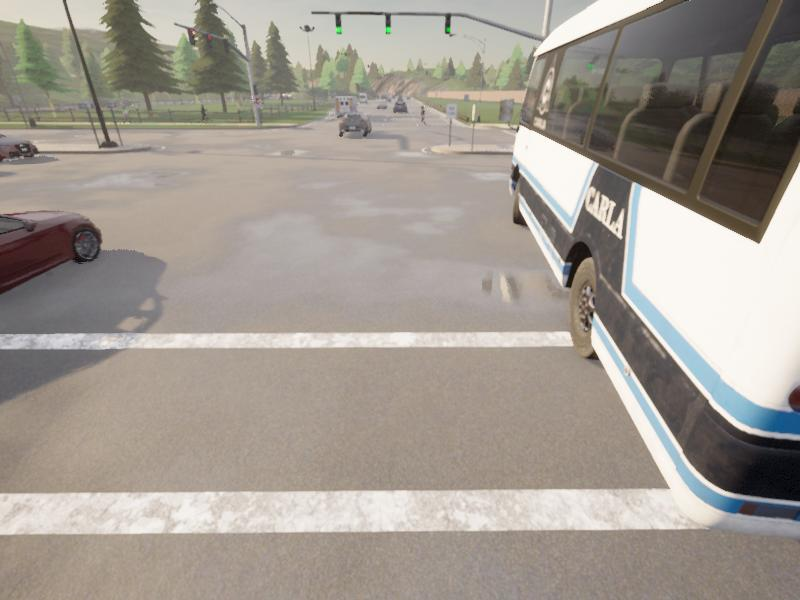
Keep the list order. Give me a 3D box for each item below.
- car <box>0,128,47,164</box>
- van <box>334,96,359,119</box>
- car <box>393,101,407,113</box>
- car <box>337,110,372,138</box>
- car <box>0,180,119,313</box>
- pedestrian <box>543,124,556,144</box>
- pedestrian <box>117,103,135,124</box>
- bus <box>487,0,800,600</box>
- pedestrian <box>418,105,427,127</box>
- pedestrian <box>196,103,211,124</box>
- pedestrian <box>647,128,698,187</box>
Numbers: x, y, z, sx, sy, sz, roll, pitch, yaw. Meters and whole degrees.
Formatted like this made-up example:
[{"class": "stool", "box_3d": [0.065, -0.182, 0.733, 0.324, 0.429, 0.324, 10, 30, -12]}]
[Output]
[{"class": "car", "box_3d": [-20.220, -7.476, 19.363, 4.181, 1.385, 1.994, 0, 27, 1]}, {"class": "van", "box_3d": [-6.962, -25.509, 52.862, 2.351, 2.431, 6.366, 0, 28, 0]}, {"class": "car", "box_3d": [0.045, -32.170, 66.480, 2.242, 1.667, 4.611, 0, 28, 0]}, {"class": "car", "box_3d": [-3.480, -13.895, 31.422, 2.152, 1.651, 5.027, 0, 28, 0]}, {"class": "car", "box_3d": [-6.998, -0.698, 6.260, 1.812, 1.442, 4.674, 0, 27, 0]}, {"class": "pedestrian", "box_3d": [9.635, -10.695, 25.786, 0.500, 1.100, 0.500, -2, 28, -3]}, {"class": "pedestrian", "box_3d": [-27.287, -18.599, 39.819, 0.751, 1.860, 0.751, 2, 28, 4]}, {"class": "bus", "box_3d": [3.874, -2.154, 6.018, 3.944, 4.253, 10.273, 3, 28, 6]}, {"class": "pedestrian", "box_3d": [2.158, -17.500, 38.037, 0.751, 1.860, 0.751, 2, 28, 3]}, {"class": "pedestrian", "box_3d": [-19.222, -18.275, 39.196, 0.751, 1.860, 0.751, 2, 28, 3]}, {"class": "pedestrian", "box_3d": [9.482, -4.985, 13.992, 0.751, 1.860, 0.751, -2, 28, -4]}]
